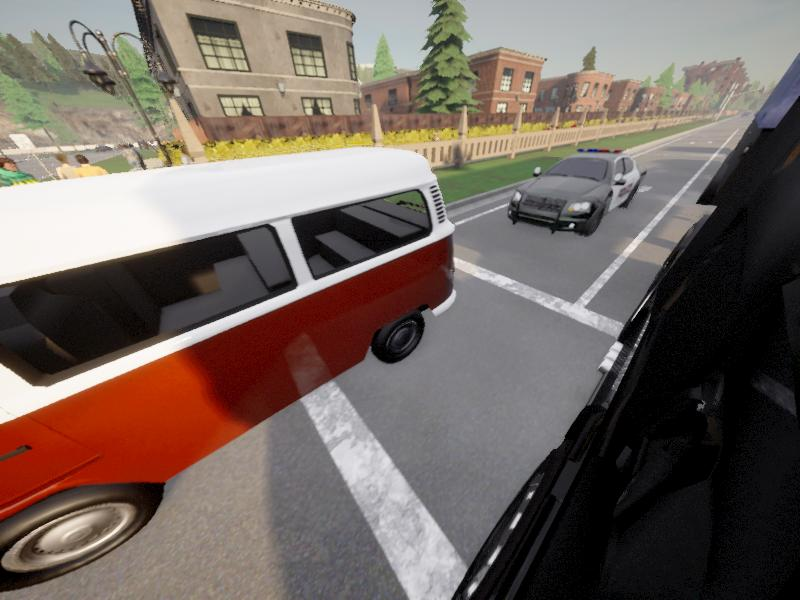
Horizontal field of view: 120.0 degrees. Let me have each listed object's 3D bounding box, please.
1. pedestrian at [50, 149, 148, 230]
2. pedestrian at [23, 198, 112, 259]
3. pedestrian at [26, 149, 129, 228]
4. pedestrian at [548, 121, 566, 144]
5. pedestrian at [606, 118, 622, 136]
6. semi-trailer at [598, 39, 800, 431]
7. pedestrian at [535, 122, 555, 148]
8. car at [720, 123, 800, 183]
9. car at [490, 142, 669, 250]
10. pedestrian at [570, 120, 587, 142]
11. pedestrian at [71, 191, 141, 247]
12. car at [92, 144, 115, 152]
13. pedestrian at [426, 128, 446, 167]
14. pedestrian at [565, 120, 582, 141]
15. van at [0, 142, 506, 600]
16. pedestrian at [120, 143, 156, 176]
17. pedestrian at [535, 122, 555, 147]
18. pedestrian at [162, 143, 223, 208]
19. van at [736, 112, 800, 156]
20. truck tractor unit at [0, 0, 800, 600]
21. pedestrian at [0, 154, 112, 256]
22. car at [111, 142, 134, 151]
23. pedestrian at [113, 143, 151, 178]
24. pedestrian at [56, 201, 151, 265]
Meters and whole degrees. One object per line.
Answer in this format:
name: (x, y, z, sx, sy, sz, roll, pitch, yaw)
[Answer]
pedestrian: (-8.119, -3.019, 6.360, 0.751, 1.860, 0.751, 29, 47, 35)
pedestrian: (-7.001, -1.517, 4.917, 0.500, 1.100, 0.500, 15, 40, 22)
pedestrian: (-9.022, -3.163, 6.611, 0.751, 1.860, 0.751, -25, 42, -27)
pedestrian: (16.114, -17.162, 23.687, 0.751, 1.860, 0.751, -25, 42, -27)
pedestrian: (28.018, -22.666, 30.271, 0.751, 1.860, 0.751, -28, 44, -30)
semi-trailer: (8.695, -3.610, 4.226, 14.254, 4.402, 2.717, -28, 44, -30)
pedestrian: (12.833, -14.629, 20.515, 0.751, 1.860, 0.751, -28, 43, -29)
car: (16.051, -6.383, 9.804, 5.027, 1.651, 2.152, -28, 44, -30)
car: (4.905, -3.140, 6.251, 4.974, 1.542, 2.038, -28, 44, -30)
pedestrian: (18.862, -17.861, 24.443, 0.751, 1.860, 0.751, -31, 45, -32)
pedestrian: (-6.837, -1.890, 5.405, 0.500, 1.100, 0.500, 24, 45, 31)
car: (-77.320, -39.603, 60.274, 1.816, 1.474, 4.193, -16, 39, -17)
pedestrian: (2.162, -9.206, 13.961, 0.751, 1.860, 0.751, -30, 45, -31)
pedestrian: (19.550, -19.063, 26.004, 0.751, 1.860, 0.751, -29, 44, -30)
van: (-1.507, 0.002, 2.043, 4.480, 2.038, 2.069, -27, 43, -29)
pedestrian: (-17.817, -9.597, 15.769, 0.751, 1.860, 0.751, -28, 43, -29)
pedestrian: (13.259, -15.132, 21.160, 0.751, 1.860, 0.751, -27, 43, -28)
pedestrian: (-7.121, -4.288, 7.991, 0.751, 1.860, 0.751, -32, 46, -33)
van: (23.013, -10.259, 14.217, 4.442, 1.987, 1.775, -28, 44, -30)
truck tractor unit: (2.645, -0.295, 0.351, 6.516, 4.208, 3.053, -28, 44, -30)
pedestrian: (-7.684, -2.003, 4.976, 0.751, 1.860, 0.751, -5, 37, -3)
car: (-74.650, -41.428, 62.213, 1.932, 1.855, 4.605, -16, 39, -17)
pedestrian: (-17.457, -9.118, 15.106, 0.751, 1.860, 0.751, -28, 44, -30)
pedestrian: (-5.767, -1.315, 4.568, 0.500, 1.100, 0.500, 5, 37, 10)
